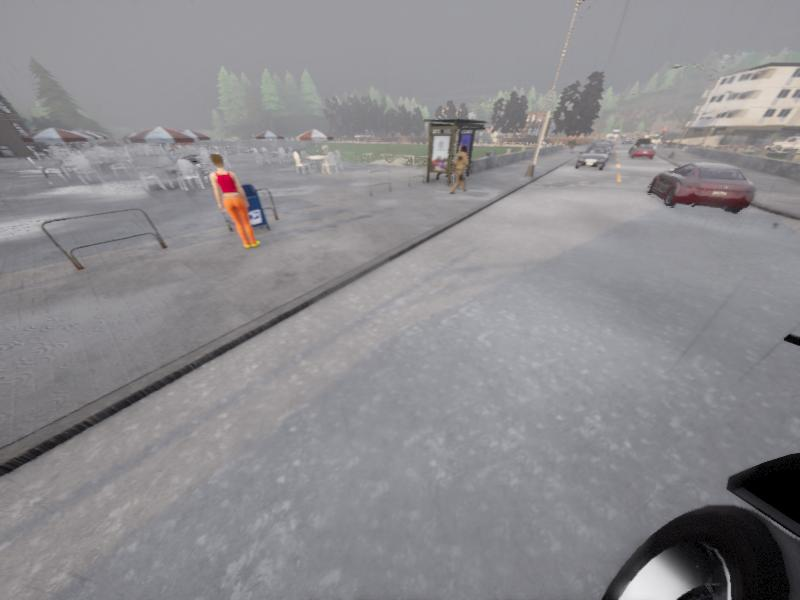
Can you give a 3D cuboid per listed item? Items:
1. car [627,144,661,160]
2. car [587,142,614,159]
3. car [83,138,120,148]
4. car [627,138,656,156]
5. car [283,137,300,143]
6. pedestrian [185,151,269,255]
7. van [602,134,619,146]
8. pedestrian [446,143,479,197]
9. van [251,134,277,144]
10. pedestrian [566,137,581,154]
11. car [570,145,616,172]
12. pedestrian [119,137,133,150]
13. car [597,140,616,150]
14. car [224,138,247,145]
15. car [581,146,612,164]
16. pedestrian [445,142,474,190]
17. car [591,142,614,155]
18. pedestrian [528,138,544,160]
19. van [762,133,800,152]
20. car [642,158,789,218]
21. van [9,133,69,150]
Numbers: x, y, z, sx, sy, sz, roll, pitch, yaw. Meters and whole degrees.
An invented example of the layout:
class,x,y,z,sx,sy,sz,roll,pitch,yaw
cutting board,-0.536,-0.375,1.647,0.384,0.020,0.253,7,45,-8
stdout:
class,x,y,z,sx,sy,sz,roll,pitch,yaw
car,28.379,-17.361,26.970,1.994,1.385,4.181,22,41,28
car,24.058,-17.972,27.722,1.837,1.490,4.892,24,42,30
car,-66.956,-35.360,51.915,2.097,1.767,4.553,24,42,30
car,32.703,-20.880,31.444,1.905,1.878,3.866,24,42,30
car,-36.893,-54.362,78.619,2.033,1.649,4.856,24,42,30
pedestrian,-3.479,-2.024,4.878,0.751,1.860,0.751,-15,38,-20
van,56.613,-43.120,62.106,2.351,2.431,6.366,24,42,30
pedestrian,2.553,-5.409,9.613,0.751,1.860,0.751,-14,38,-19
van,-42.499,-50.414,72.414,2.351,2.431,6.366,24,42,30
pedestrian,23.230,-20.683,30.984,0.751,1.860,0.751,-20,40,-26
car,15.675,-11.512,18.671,2.128,1.511,4.902,25,42,30
pedestrian,-50.122,-28.637,42.240,0.751,1.860,0.751,-13,37,-17
car,38.071,-28.568,42.549,1.837,1.490,4.892,27,43,33
car,-47.684,-46.123,67.139,2.038,1.542,4.974,24,42,30
car,19.960,-14.773,23.417,1.895,1.301,4.718,24,42,30
pedestrian,2.735,-6.211,10.737,0.751,1.860,0.751,29,44,34
car,29.446,-22.047,33.510,2.033,1.411,5.357,24,42,30
pedestrian,14.146,-15.716,24.036,0.751,1.860,0.751,24,42,30
van,63.728,-24.848,36.507,6.366,2.431,2.351,24,42,30
car,11.767,-4.616,9.137,1.994,1.385,4.181,19,40,25
van,-72.000,-31.847,46.317,1.988,2.561,5.915,24,42,30
